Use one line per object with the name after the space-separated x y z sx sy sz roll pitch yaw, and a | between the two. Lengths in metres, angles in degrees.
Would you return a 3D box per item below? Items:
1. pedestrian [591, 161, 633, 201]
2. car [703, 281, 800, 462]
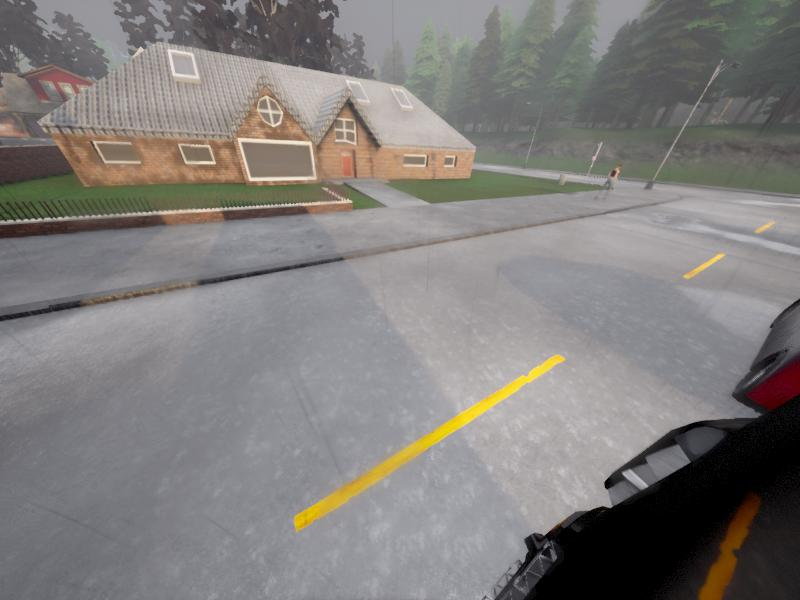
11.586 -6.507 12.695 0.751 1.860 0.751 -7 35 -15 | pedestrian
5.294 0.514 2.185 3.633 1.501 1.845 -16 38 -26 | car
